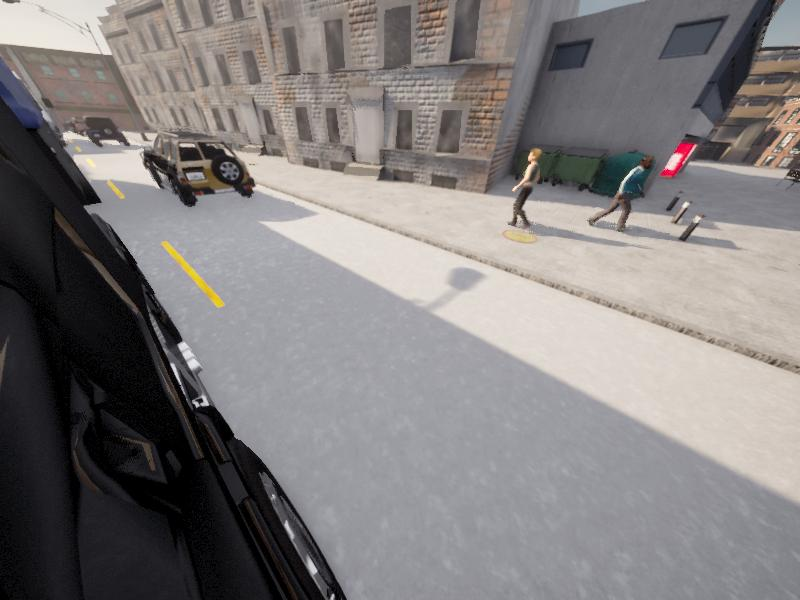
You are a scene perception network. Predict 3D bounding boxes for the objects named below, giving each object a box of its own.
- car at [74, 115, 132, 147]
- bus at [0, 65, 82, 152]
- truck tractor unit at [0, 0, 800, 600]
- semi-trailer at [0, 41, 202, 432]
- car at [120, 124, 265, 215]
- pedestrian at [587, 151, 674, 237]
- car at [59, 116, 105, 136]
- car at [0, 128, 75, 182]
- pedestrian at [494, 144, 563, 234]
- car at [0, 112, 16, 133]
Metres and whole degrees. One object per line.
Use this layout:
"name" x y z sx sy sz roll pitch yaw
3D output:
"car" -23.819 -13.565 18.538 3.866 1.878 1.905 28 44 29
"bus" -28.208 -14.016 16.857 10.273 4.253 3.944 30 45 29
"truck tractor unit" -2.645 -0.295 0.351 6.516 4.208 3.053 28 44 30
"semi-trailer" -8.710 -3.608 4.199 14.254 4.402 2.717 28 44 29
"car" -6.852 -4.519 7.658 4.605 1.855 1.932 28 44 29
"pedestrian" 5.933 -2.763 6.061 0.751 1.860 0.751 -26 46 -33
"car" -35.101 -19.204 25.520 3.988 1.617 1.851 23 41 24
"car" -16.187 -6.350 9.866 5.357 1.411 2.033 28 44 30
"pedestrian" 3.143 -2.760 5.787 0.751 1.860 0.751 32 46 33
"car" -42.503 -17.752 22.853 3.866 1.878 1.905 -15 40 -21
